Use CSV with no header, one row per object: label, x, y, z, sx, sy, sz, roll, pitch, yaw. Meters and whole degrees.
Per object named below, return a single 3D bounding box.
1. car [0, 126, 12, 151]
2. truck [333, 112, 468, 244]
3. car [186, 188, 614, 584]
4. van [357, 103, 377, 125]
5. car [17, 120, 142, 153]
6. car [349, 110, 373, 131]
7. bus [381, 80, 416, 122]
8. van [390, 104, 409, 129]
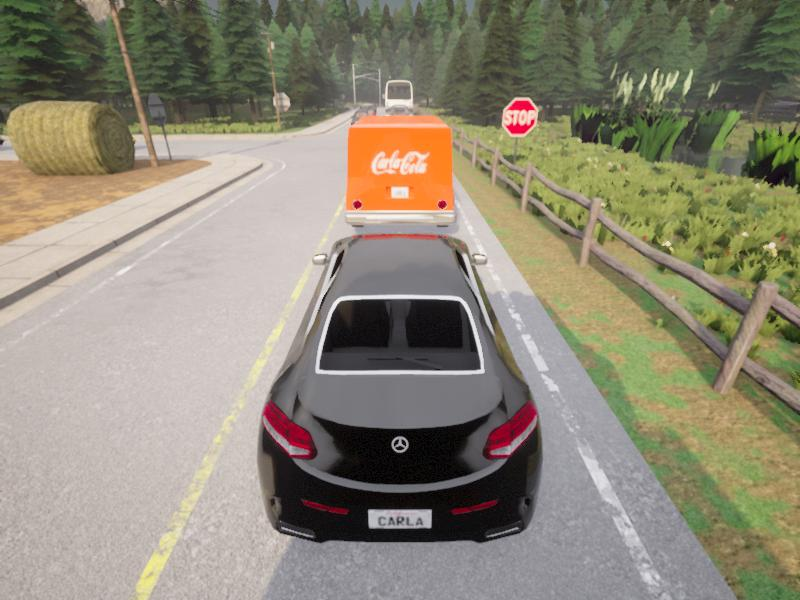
car,-25.914,-9.267,23.090,4.718,1.301,1.895,-1,27,-2
truck,0.002,-3.534,10.668,2.627,2.467,5.204,0,27,0
car,0.000,0.076,4.621,2.152,1.651,5.027,0,27,0
van,-3.503,-20.368,43.691,1.775,1.987,4.442,0,27,0
car,-18.499,-9.560,23.345,5.366,1.575,1.801,-1,27,-2
car,-3.498,-16.262,36.241,1.789,1.549,3.705,0,27,0
bus,-0.339,-25.211,50.588,3.944,4.253,10.273,-1,27,-1
van,-0.029,-18.053,39.222,1.775,1.987,4.442,0,27,0
